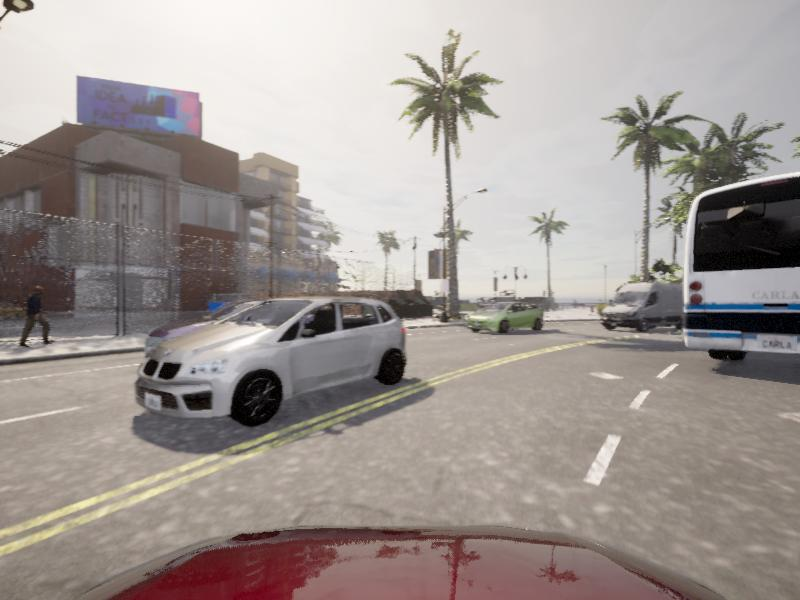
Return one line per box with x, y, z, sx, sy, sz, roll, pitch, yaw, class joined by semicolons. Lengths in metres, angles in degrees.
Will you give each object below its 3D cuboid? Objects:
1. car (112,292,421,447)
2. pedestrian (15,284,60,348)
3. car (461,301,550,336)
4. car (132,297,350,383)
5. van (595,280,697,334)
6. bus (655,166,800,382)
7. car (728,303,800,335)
-1.793;0.753;6.861;2.242;1.667;4.611;0;0;34;car
-10.858;0.462;11.984;0.751;1.860;0.751;0;0;24;pedestrian
5.389;0.842;20.147;4.514;1.525;2.007;0;0;-38;car
-3.688;0.770;10.223;2.033;1.649;4.856;0;0;35;car
13.281;0.353;21.480;5.915;2.561;1.988;0;0;-29;van
11.246;-0.506;11.768;10.273;4.253;3.944;0;-1;-44;bus
19.005;0.896;20.438;3.806;1.475;1.970;0;0;-25;car
